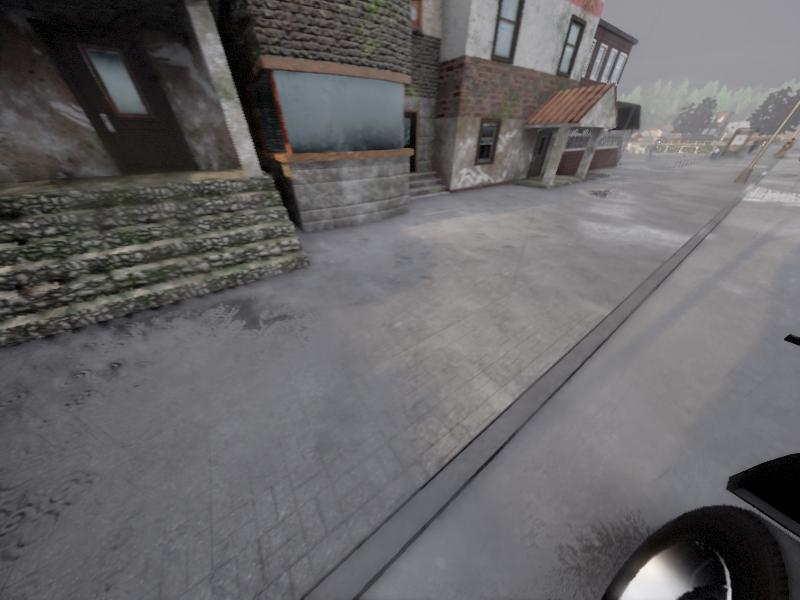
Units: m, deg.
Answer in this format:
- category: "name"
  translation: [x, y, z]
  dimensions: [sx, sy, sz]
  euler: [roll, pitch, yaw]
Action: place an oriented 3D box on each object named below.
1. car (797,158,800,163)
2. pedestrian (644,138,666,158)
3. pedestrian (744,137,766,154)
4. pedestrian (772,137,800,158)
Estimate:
- category: "car"
  translation: [40.362, -13.944, 22.133]
  dimensions: [4.718, 1.301, 1.895]
  euler: [-22, 41, -28]
- category: "pedestrian"
  translation: [29.373, -17.531, 26.644]
  dimensions: [0.751, 1.860, 0.751]
  euler: [15, 38, 20]
- category: "pedestrian"
  translation: [46.464, -20.237, 30.270]
  dimensions: [0.751, 1.860, 0.751]
  euler: [-30, 45, -35]
- category: "pedestrian"
  translation: [41.943, -16.504, 25.030]
  dimensions: [0.751, 1.860, 0.751]
  euler: [-11, 37, -14]
